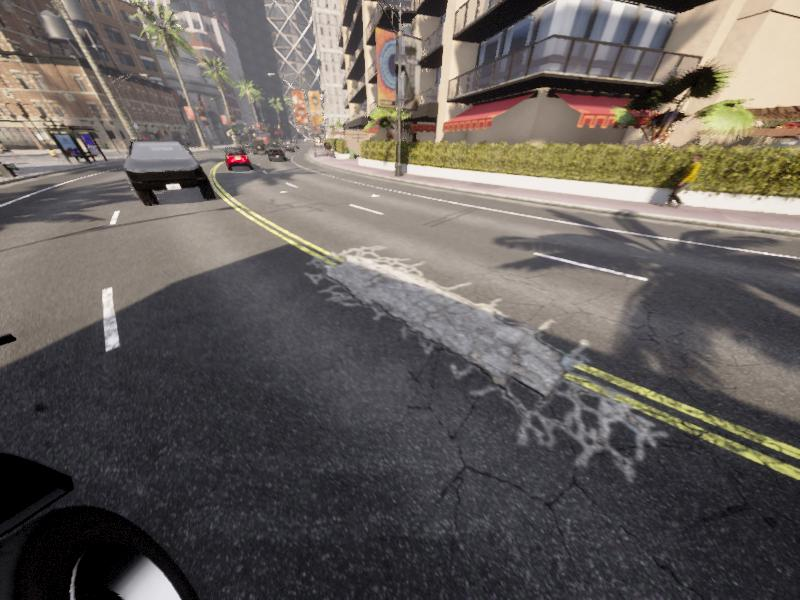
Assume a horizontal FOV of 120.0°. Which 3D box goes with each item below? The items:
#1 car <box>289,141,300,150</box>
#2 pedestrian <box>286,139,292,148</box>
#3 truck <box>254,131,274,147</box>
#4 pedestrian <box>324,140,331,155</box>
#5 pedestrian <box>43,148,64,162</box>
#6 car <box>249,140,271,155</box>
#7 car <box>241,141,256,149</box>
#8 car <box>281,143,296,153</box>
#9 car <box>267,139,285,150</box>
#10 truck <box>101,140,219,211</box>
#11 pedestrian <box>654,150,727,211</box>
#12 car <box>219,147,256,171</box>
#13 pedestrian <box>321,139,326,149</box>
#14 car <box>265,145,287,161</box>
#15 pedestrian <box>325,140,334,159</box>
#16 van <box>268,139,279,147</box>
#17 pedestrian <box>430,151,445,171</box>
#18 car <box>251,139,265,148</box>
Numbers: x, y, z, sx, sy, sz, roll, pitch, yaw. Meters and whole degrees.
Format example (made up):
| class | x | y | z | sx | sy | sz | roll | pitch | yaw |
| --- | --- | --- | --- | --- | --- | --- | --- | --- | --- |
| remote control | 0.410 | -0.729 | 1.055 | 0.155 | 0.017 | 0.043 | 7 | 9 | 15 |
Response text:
| class | x | y | z | sx | sy | sz | roll | pitch | yaw |
| --- | --- | --- | --- | --- | --- | --- | --- | --- | --- |
| car | -24.400 | -35.830 | 53.533 | 1.851 | 1.617 | 3.988 | -9 | 36 | -13 |
| pedestrian | -29.679 | -41.782 | 61.712 | 0.751 | 1.860 | 0.751 | -6 | 36 | -10 |
| truck | -41.522 | -49.420 | 70.777 | 2.891 | 3.827 | 8.468 | -9 | 36 | -13 |
| pedestrian | -10.786 | -22.605 | 34.273 | 0.751 | 1.860 | 0.751 | -9 | 36 | -14 |
| pedestrian | -32.334 | -13.549 | 21.565 | 0.500 | 1.100 | 0.500 | -11 | 37 | -17 |
| car | -22.238 | -24.364 | 36.874 | 1.905 | 1.878 | 3.866 | -9 | 36 | -14 |
| car | -35.678 | -36.635 | 54.521 | 1.789 | 1.549 | 3.705 | -9 | 36 | -13 |
| car | -20.873 | -28.663 | 43.427 | 1.970 | 1.475 | 3.806 | -9 | 36 | -13 |
| car | -27.266 | -34.421 | 51.076 | 2.150 | 2.045 | 5.566 | -8 | 36 | -12 |
| truck | -10.482 | -6.000 | 10.559 | 2.390 | 2.098 | 6.274 | -23 | 42 | -30 |
| pedestrian | 10.474 | -4.347 | 8.459 | 0.751 | 1.860 | 0.751 | 19 | 39 | 25 |
| car | -14.158 | -12.406 | 20.183 | 2.007 | 1.525 | 4.514 | -18 | 39 | -25 |
| pedestrian | -17.558 | -35.769 | 53.035 | 0.751 | 1.860 | 0.751 | -10 | 36 | -14 |
| car | -15.078 | -18.068 | 28.316 | 1.837 | 1.490 | 4.892 | -13 | 37 | -18 |
| pedestrian | -8.683 | -18.474 | 28.383 | 0.751 | 1.860 | 0.751 | -9 | 36 | -14 |
| van | -36.120 | -45.050 | 66.217 | 1.775 | 1.987 | 4.442 | -9 | 36 | -13 |
| pedestrian | 3.026 | -11.235 | 18.697 | 0.751 | 1.300 | 0.751 | -24 | 42 | -31 |
| car | -38.644 | -42.738 | 63.032 | 2.097 | 1.767 | 4.553 | -9 | 36 | -13 |
